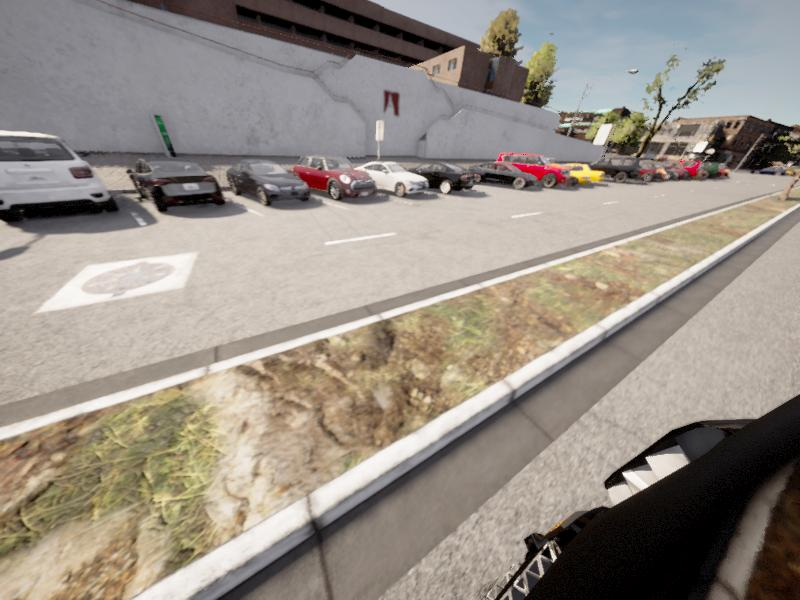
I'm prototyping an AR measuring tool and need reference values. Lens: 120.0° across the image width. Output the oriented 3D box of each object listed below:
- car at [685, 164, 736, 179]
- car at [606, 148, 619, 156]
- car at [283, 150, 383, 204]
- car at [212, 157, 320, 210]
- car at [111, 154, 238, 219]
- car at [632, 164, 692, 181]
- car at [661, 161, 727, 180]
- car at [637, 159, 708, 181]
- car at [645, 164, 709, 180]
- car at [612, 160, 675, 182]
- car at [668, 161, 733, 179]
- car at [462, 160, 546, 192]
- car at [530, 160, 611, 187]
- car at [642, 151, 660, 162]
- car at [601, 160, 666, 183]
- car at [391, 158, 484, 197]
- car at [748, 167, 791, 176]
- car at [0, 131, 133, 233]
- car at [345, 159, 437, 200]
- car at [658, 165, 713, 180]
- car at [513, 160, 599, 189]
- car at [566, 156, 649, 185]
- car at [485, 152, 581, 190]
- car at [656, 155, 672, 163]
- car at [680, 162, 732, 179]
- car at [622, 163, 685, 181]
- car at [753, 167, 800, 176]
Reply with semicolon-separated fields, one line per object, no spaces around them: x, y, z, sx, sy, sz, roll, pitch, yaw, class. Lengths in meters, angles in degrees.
51.483;-21.518;38.478;4.553;1.767;2.185;27;40;32;car
63.220;-43.854;68.540;2.231;1.521;4.892;32;42;28;car
-3.208;-6.054;11.124;4.553;1.767;2.185;26;40;32;car
-5.788;-5.158;9.898;4.674;1.452;2.002;26;40;32;car
-8.417;-4.435;8.589;4.792;1.488;2.163;26;40;32;car
33.154;-16.340;29.471;4.792;1.488;2.163;26;40;32;car
43.578;-19.494;34.559;5.566;2.045;2.435;26;40;32;car
35.766;-17.307;30.631;5.566;2.045;2.435;26;40;32;car
38.237;-17.889;32.161;5.366;1.575;1.946;26;40;32;car
27.969;-15.006;26.771;4.553;1.767;2.185;26;40;32;car
46.241;-20.200;35.838;5.566;2.045;2.435;26;39;32;car
7.229;-8.904;16.383;4.792;1.488;2.163;26;40;32;car
14.854;-11.254;20.378;5.366;1.575;1.946;26;40;32;car
67.666;-38.856;62.436;2.435;2.045;5.566;32;42;28;car
25.416;-14.243;25.422;4.553;1.767;2.185;26;40;32;car
2.011;-7.430;13.774;5.008;1.535;2.097;26;40;32;car
85.283;-29.752;53.440;2.163;1.488;4.792;-27;43;-37;car
-11.002;-3.933;7.126;5.566;2.045;2.435;26;40;31;car
-0.593;-6.652;12.503;4.674;1.452;2.002;26;40;32;car
40.983;-18.510;33.393;4.674;1.452;2.002;26;40;32;car
12.547;-10.372;18.884;5.366;1.575;1.946;26;40;32;car
20.176;-12.889;22.767;5.566;2.045;2.435;26;40;32;car
9.837;-9.890;17.532;5.566;2.045;2.435;26;40;32;car
69.085;-36.877;60.602;2.002;1.452;4.674;32;42;28;car
48.924;-20.863;37.100;4.442;1.987;1.878;27;40;32;car
30.582;-15.625;28.138;4.892;1.521;2.231;26;39;32;car
88.196;-30.201;54.268;1.946;1.575;5.366;-27;43;-37;car
